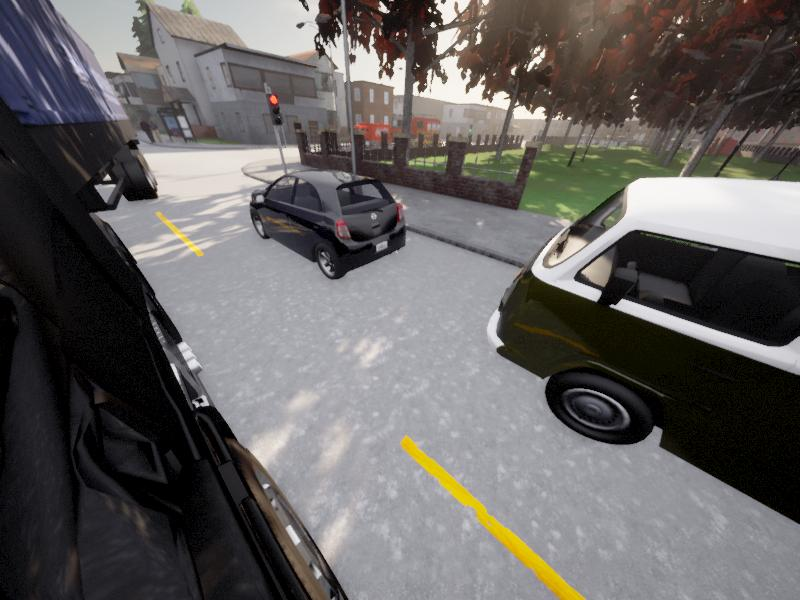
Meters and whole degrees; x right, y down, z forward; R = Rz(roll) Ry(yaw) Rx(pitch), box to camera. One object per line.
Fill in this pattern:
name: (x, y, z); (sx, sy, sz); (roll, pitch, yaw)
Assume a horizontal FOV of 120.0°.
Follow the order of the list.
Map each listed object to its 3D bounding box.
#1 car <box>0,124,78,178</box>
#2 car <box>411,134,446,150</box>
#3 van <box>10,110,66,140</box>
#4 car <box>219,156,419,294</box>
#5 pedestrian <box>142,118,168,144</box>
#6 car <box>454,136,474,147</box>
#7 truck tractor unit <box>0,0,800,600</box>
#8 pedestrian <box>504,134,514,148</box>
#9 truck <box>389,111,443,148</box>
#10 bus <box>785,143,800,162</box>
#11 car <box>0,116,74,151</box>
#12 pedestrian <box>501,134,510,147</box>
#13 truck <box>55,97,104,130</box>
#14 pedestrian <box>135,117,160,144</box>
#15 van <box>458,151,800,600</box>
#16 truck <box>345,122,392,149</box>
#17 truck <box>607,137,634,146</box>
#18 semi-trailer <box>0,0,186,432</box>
car: (-16.865, -6.958, 10.561); (5.366, 1.575, 1.801); (29, 44, 30)
car: (3.877, -21.330, 31.073); (1.801, 1.575, 5.366); (29, 44, 30)
van: (-35.209, -17.103, 22.575); (4.480, 2.038, 2.069); (29, 44, 29)
car: (-1.678, -1.848, 4.729); (3.633, 1.501, 1.845); (29, 44, 30)
pedestrian: (-22.071, -15.267, 20.864); (0.751, 1.860, 0.751); (-14, 40, -21)
car: (10.960, -27.137, 39.437); (2.033, 1.411, 5.357); (17, 39, 18)
truck tractor unit: (-2.645, -0.295, 0.352); (6.516, 4.208, 3.053); (28, 44, 30)
pedestrian: (17.829, -25.963, 37.695); (0.751, 1.860, 0.751); (28, 44, 30)
truck: (2.369, -24.624, 33.507); (2.891, 3.827, 8.468); (29, 44, 31)
bus: (69.409, -24.520, 37.219); (3.944, 4.253, 10.273); (28, 44, 30)
car: (-25.595, -11.837, 16.357); (4.553, 1.767, 2.097); (28, 43, 30)
pedestrian: (17.595, -26.632, 38.574); (0.751, 1.860, 0.751); (16, 39, 17)
truck: (-51.701, -29.936, 37.210); (8.468, 3.827, 2.891); (29, 44, 30)
pedestrian: (-22.708, -15.249, 20.806); (0.751, 1.860, 0.751); (-21, 43, -28)
van: (3.045, 0.509, 1.449); (4.480, 2.038, 2.069); (29, 44, 30)
truck: (-3.675, -20.277, 28.451); (2.627, 2.467, 5.204); (29, 44, 30)
truck: (72.799, -52.291, 76.354); (6.274, 2.098, 2.390); (29, 44, 30)
semi-trailer: (-7.969, -4.022, 4.827); (2.717, 4.402, 14.254); (-25, 45, -32)
